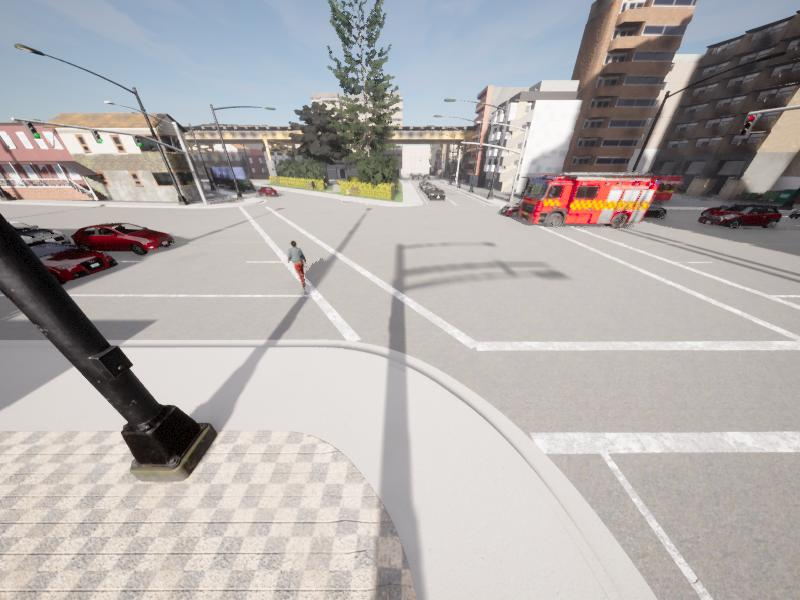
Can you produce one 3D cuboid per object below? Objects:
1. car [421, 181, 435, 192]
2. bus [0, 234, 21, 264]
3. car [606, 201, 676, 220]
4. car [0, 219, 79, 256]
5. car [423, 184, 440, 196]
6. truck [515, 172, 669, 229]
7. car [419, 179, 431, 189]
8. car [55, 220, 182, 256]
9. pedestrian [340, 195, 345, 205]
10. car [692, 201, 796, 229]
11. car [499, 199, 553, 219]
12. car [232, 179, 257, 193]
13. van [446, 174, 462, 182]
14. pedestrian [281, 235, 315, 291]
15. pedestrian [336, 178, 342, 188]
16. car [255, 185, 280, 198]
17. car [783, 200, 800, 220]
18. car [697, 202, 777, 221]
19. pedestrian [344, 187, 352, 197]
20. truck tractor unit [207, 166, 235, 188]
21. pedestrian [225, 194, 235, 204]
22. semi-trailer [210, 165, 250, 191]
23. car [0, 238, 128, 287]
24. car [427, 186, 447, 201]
[{"bbox_3d":[5.412,-22.577,45.794,2.152,1.651,5.027,0,30,0],"label":"car"},{"bbox_3d":[-24.494,-2.997,9.004,10.273,4.253,3.944,1,30,0],"label":"bus"},{"bbox_3d":[22.753,-8.537,21.961,4.181,1.385,1.994,1,30,0],"label":"car"},{"bbox_3d":[-21.198,-3.455,12.659,3.806,1.475,1.970,0,30,0],"label":"car"},{"bbox_3d":[5.369,-19.041,39.809,2.163,1.488,4.792,0,30,0],"label":"car"},{"bbox_3d":[14.475,-7.911,18.288,8.468,3.827,2.891,0,30,0],"label":"truck"},{"bbox_3d":[5.460,-26.063,51.831,2.152,1.651,5.027,0,30,0],"label":"car"},{"bbox_3d":[-15.142,-3.436,12.690,4.193,1.474,1.816,0,30,0],"label":"car"},{"bbox_3d":[-7.171,-12.544,28.880,0.500,1.100,0.500,-8,31,-13],"label":"pedestrian"},{"bbox_3d":[27.839,-6.937,18.880,4.553,1.767,2.097,0,30,0],"label":"car"},{"bbox_3d":[11.793,-8.653,21.884,3.806,1.475,1.970,0,30,0],"label":"car"},{"bbox_3d":[-30.008,-22.097,44.578,5.566,2.045,2.150,27,40,37],"label":"car"},{"bbox_3d":[17.367,-39.233,74.229,4.480,2.038,2.069,0,30,0],"label":"van"},{"bbox_3d":[-3.884,-1.414,8.852,0.751,1.860,0.751,-17,34,-26],"label":"pedestrian"},{"bbox_3d":[-13.214,-25.370,50.050,0.751,1.860,0.751,-2,30,-4],"label":"pedestrian"},{"bbox_3d":[-21.473,-17.624,37.392,4.674,1.442,1.812,26,39,38],"label":"car"},{"bbox_3d":[41.182,-8.489,22.071,4.611,1.667,2.242,1,30,0],"label":"car"},{"bbox_3d":[31.975,-8.464,22.061,4.181,1.385,1.994,1,30,-1],"label":"car"},{"bbox_3d":[-7.898,-16.384,35.042,0.751,1.300,0.751,-24,38,-35],"label":"pedestrian"},{"bbox_3d":[-42.588,-29.308,54.838,3.053,4.208,6.516,-26,39,-37],"label":"truck tractor unit"},{"bbox_3d":[-20.514,-12.168,27.863,0.500,1.100,0.500,12,32,20],"label":"pedestrian"},{"bbox_3d":[-36.985,-26.595,49.959,14.254,4.402,2.717,26,39,38],"label":"semi-trailer"},{"bbox_3d":[-14.909,-1.637,9.684,4.181,1.385,1.994,0,30,0],"label":"car"},{"bbox_3d":[5.324,-15.635,33.769,2.152,1.651,5.027,0,30,1],"label":"car"}]
